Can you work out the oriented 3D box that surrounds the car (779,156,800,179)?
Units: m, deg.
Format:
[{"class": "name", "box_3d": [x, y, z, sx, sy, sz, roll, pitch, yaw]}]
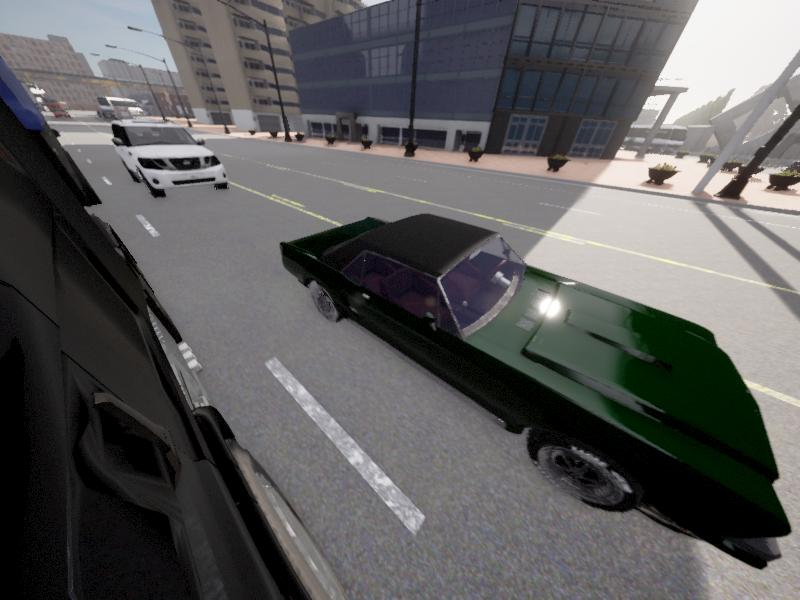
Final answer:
[{"class": "car", "box_3d": [35.414, -11.285, 19.788, 1.845, 1.501, 3.633, 28, 44, 29]}]

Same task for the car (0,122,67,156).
[{"class": "car", "box_3d": [-23.959, -10.475, 14.937, 4.902, 1.511, 2.128, 28, 44, 30]}]

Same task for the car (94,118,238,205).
[{"class": "car", "box_3d": [-8.685, -5.340, 8.535, 5.566, 2.045, 2.150, 28, 44, 30]}]

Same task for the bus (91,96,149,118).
[{"class": "bus", "box_3d": [-81.437, -56.491, 67.775, 3.944, 4.253, 10.273, 3, 37, -1]}]

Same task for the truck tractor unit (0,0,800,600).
[{"class": "truck tractor unit", "box_3d": [-2.645, -0.295, 0.351, 6.516, 4.208, 3.053, 28, 44, 30]}]

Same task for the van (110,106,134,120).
[{"class": "van", "box_3d": [-70.627, -47.645, 58.745, 6.366, 2.431, 2.351, 29, 44, 29]}]

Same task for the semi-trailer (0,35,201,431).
[{"class": "semi-trailer", "box_3d": [-8.703, -3.607, 4.215, 14.254, 4.402, 2.717, 28, 43, 30]}]

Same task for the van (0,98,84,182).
[{"class": "van", "box_3d": [-16.495, -6.934, 9.876, 6.366, 2.431, 2.351, 27, 43, 30]}]

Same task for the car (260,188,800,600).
[{"class": "car", "box_3d": [0.629, -0.080, 2.724, 4.718, 1.301, 1.895, 28, 44, 30]}]

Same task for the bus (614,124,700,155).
[{"class": "bus", "box_3d": [48.370, -30.906, 44.324, 3.944, 4.253, 10.273, -1, 37, -6]}]
